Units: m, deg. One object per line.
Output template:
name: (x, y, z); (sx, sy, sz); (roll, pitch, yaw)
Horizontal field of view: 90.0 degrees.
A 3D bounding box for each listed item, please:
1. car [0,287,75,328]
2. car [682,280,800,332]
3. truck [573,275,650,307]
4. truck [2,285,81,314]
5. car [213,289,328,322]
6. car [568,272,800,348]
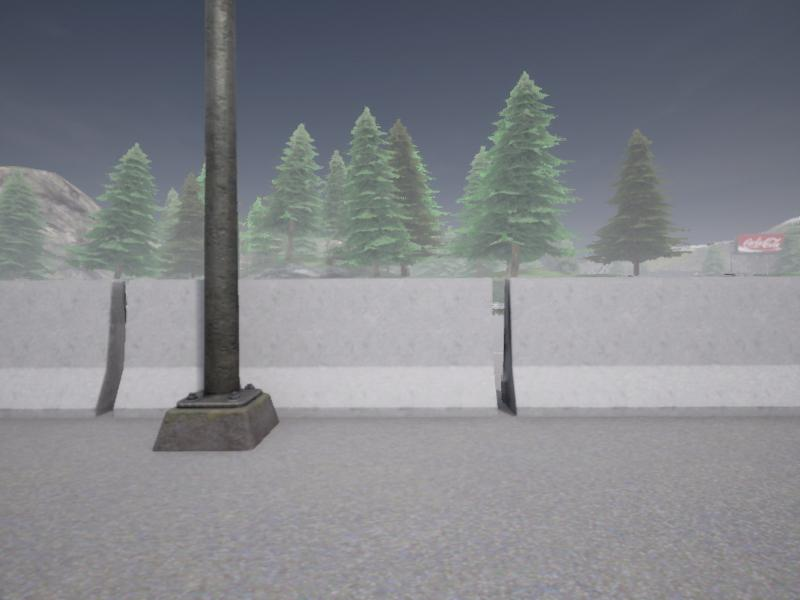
car: (-16.583, 0.295, 16.195); (5.366, 1.575, 1.801); (0, 0, 0)
car: (11.454, 0.170, 12.721); (3.633, 1.501, 1.845); (0, 0, 0)
truck: (26.572, -1.069, 50.772); (8.468, 3.827, 2.891); (0, 0, 24)
truck: (-32.600, -0.068, 36.687); (2.627, 2.467, 5.204); (0, 0, -1)
car: (-6.225, 0.265, 19.700); (4.974, 1.542, 2.038); (0, 0, 0)
car: (6.791, 0.196, 9.200); (4.974, 1.542, 2.038); (0, 0, 0)
